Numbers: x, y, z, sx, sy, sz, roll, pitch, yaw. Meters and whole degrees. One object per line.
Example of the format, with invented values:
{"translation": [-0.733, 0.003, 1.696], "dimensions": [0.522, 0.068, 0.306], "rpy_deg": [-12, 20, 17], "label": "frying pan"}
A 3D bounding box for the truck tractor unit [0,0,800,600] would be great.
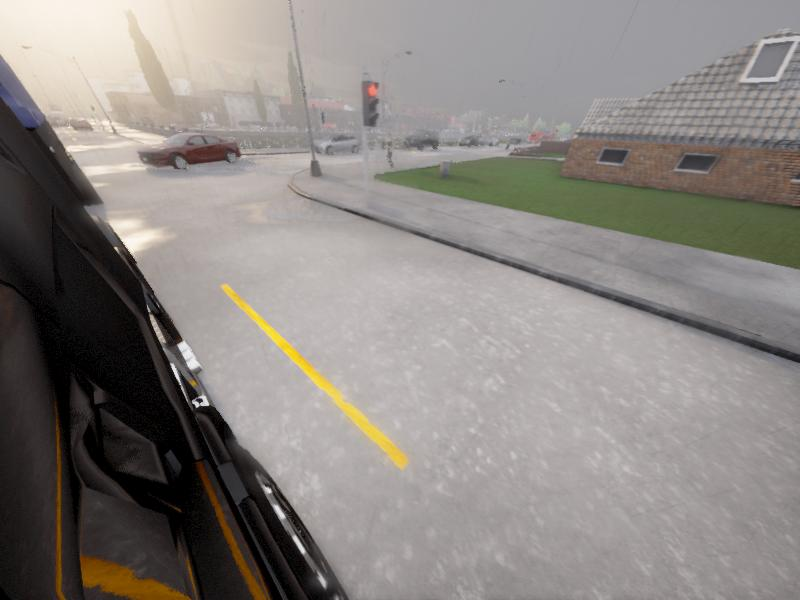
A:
{"translation": [-2.645, -0.295, 0.352], "dimensions": [6.516, 4.208, 3.053], "rpy_deg": [28, 44, 30], "label": "truck tractor unit"}

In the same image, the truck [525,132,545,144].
{"translation": [35.319, -42.309, 60.334], "dimensions": [2.627, 2.467, 5.204], "rpy_deg": [28, 44, 30], "label": "truck"}

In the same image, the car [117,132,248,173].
{"translation": [-11.515, -8.396, 12.882], "dimensions": [1.882, 1.535, 5.008], "rpy_deg": [12, 38, 13], "label": "car"}

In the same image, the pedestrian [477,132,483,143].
{"translation": [16.888, -34.291, 48.773], "dimensions": [0.751, 1.860, 0.751], "rpy_deg": [24, 42, 26], "label": "pedestrian"}

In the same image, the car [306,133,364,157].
{"translation": [-5.651, -13.892, 20.600], "dimensions": [2.007, 1.525, 4.514], "rpy_deg": [28, 44, 30], "label": "car"}

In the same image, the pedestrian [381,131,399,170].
{"translation": [-0.591, -8.805, 13.620], "dimensions": [0.751, 1.860, 0.751], "rpy_deg": [27, 43, 29], "label": "pedestrian"}

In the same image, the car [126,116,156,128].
{"translation": [-57.614, -39.589, 51.438], "dimensions": [1.905, 1.878, 3.866], "rpy_deg": [27, 43, 29], "label": "car"}

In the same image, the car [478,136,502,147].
{"translation": [16.565, -29.108, 42.309], "dimensions": [2.038, 1.542, 4.974], "rpy_deg": [28, 44, 30], "label": "car"}

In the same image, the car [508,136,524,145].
{"translation": [25.616, -35.309, 51.147], "dimensions": [1.789, 1.549, 3.705], "rpy_deg": [28, 43, 30], "label": "car"}

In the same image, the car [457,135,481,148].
{"translation": [11.087, -25.386, 36.936], "dimensions": [1.851, 1.617, 3.988], "rpy_deg": [28, 44, 30], "label": "car"}

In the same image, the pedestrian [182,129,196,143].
{"translation": [-20.770, -16.115, 22.764], "dimensions": [0.500, 1.100, 0.500], "rpy_deg": [28, 44, 30], "label": "pedestrian"}

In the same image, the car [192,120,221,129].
{"translation": [-49.643, -44.985, 59.370], "dimensions": [2.152, 1.651, 5.027], "rpy_deg": [28, 44, 30], "label": "car"}

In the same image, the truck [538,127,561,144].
{"translation": [44.968, -49.446, 69.336], "dimensions": [2.891, 3.827, 8.468], "rpy_deg": [28, 44, 30], "label": "truck"}

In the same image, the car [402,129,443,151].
{"translation": [2.838, -19.915, 28.746], "dimensions": [2.150, 2.045, 5.566], "rpy_deg": [28, 43, 30], "label": "car"}

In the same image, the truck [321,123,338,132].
{"translation": [-25.215, -62.052, 82.983], "dimensions": [2.627, 2.467, 5.204], "rpy_deg": [28, 44, 30], "label": "truck"}

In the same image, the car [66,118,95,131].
{"translation": [-50.341, -27.665, 36.383], "dimensions": [4.181, 1.385, 1.994], "rpy_deg": [28, 44, 30], "label": "car"}

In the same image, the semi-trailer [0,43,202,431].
{"translation": [-8.701, -3.598, 4.234], "dimensions": [14.254, 4.402, 2.717], "rpy_deg": [28, 44, 30], "label": "semi-trailer"}

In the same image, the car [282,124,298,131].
{"translation": [-35.052, -54.978, 73.644], "dimensions": [1.851, 1.617, 3.988], "rpy_deg": [28, 44, 30], "label": "car"}
